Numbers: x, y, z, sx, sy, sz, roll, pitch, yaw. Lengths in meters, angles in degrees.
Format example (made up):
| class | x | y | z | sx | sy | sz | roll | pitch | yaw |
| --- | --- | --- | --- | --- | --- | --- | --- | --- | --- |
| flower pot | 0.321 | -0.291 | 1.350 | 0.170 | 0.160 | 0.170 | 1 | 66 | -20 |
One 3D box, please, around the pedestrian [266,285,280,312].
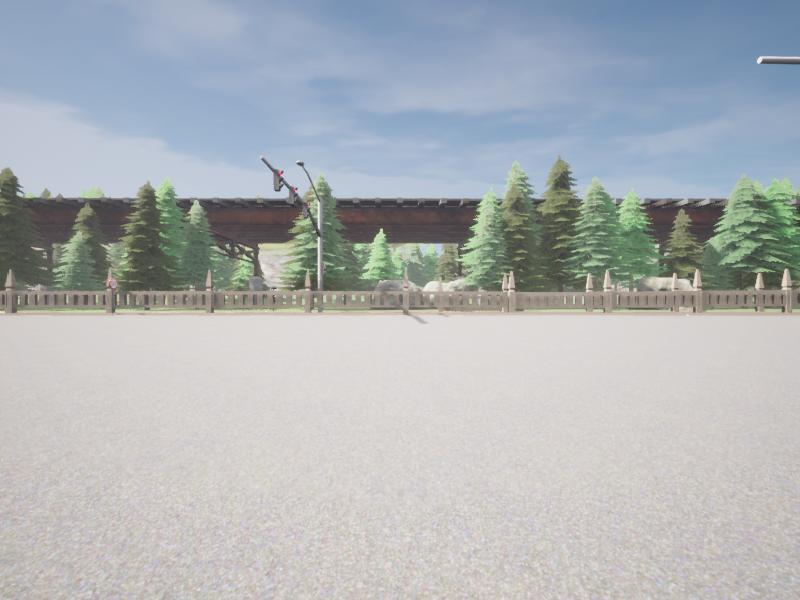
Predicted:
| class | x | y | z | sx | sy | sz | roll | pitch | yaw |
| --- | --- | --- | --- | --- | --- | --- | --- | --- | --- |
| pedestrian | -8.963 | -0.115 | 28.293 | 0.751 | 1.860 | 0.751 | 0 | 0 | 1 |
